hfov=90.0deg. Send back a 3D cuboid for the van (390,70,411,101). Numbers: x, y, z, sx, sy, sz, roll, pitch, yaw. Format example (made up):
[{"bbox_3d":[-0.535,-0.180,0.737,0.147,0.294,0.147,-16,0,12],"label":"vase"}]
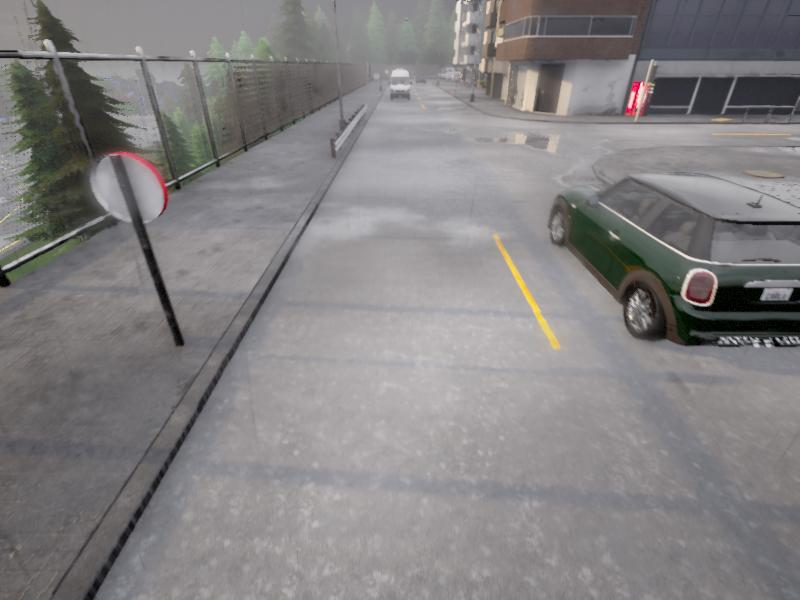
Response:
[{"bbox_3d":[0.029,-22.240,41.388,1.988,2.561,5.915,0,30,0],"label":"van"}]

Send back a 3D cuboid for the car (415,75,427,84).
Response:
[{"bbox_3d":[4.062,-43.283,78.400,2.033,1.411,5.357,0,30,0],"label":"car"}]

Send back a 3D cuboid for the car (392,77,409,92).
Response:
[{"bbox_3d":[0.043,-29.423,54.538,2.152,1.651,5.027,0,31,0],"label":"car"}]

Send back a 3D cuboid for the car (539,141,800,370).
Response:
[{"bbox_3d":[4.008,-1.114,6.103,2.097,1.767,4.553,0,30,0],"label":"car"}]

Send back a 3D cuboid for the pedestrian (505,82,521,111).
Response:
[{"bbox_3d":[8.302,-15.028,29.494,0.751,1.860,0.751,0,30,0],"label":"pedestrian"}]
